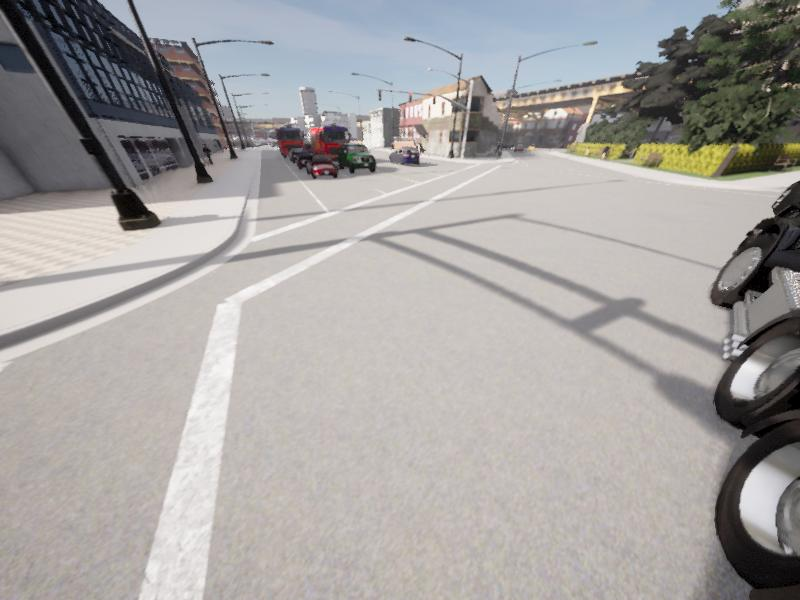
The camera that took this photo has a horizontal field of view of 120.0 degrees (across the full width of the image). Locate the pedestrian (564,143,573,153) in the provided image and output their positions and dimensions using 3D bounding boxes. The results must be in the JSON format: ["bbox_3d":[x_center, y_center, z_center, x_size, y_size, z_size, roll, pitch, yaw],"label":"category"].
[{"bbox_3d":[34.872,-31.459,47.815,0.751,1.860,0.751,11,36,15],"label":"pedestrian"}]

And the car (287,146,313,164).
[{"bbox_3d":[-12.051,-17.409,27.658,2.038,1.542,4.974,-15,38,-21],"label":"car"}]

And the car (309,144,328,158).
[{"bbox_3d":[-12.218,-22.317,34.571,1.812,1.442,4.674,-15,39,-21],"label":"car"}]

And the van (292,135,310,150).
[{"bbox_3d":[-20.827,-33.166,48.676,2.351,2.431,6.366,-15,38,-21],"label":"van"}]

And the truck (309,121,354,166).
[{"bbox_3d":[-8.368,-18.706,27.554,2.891,3.827,8.468,-15,38,-21],"label":"truck"}]

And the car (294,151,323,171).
[{"bbox_3d":[-9.037,-13.720,22.635,1.994,1.385,4.181,-15,38,-20],"label":"car"}]

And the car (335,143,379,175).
[{"bbox_3d":[-3.897,-12.594,20.435,2.150,2.045,5.566,-15,38,-21],"label":"car"}]

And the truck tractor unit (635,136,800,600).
[{"bbox_3d":[4.880,-0.481,1.053,6.516,4.208,3.053,-27,44,-33],"label":"truck tractor unit"}]

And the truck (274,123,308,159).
[{"bbox_3d":[-15.931,-23.071,33.507,2.891,3.827,8.468,-15,39,-21],"label":"truck"}]

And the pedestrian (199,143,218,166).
[{"bbox_3d":[-18.477,-14.038,22.262,0.751,1.860,0.751,-23,41,-29],"label":"pedestrian"}]

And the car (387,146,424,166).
[{"bbox_3d":[0.473,-16.343,26.176,2.242,1.667,4.611,-15,38,-21],"label":"car"}]

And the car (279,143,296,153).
[{"bbox_3d":[-19.748,-26.745,40.580,1.994,1.385,4.181,-16,39,-21],"label":"car"}]

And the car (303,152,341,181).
[{"bbox_3d":[-5.940,-10.130,17.384,1.816,1.474,4.193,-15,38,-21],"label":"car"}]

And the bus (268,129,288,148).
[{"bbox_3d":[-35.524,-46.603,66.990,3.944,4.253,10.273,-15,36,-21],"label":"bus"}]
